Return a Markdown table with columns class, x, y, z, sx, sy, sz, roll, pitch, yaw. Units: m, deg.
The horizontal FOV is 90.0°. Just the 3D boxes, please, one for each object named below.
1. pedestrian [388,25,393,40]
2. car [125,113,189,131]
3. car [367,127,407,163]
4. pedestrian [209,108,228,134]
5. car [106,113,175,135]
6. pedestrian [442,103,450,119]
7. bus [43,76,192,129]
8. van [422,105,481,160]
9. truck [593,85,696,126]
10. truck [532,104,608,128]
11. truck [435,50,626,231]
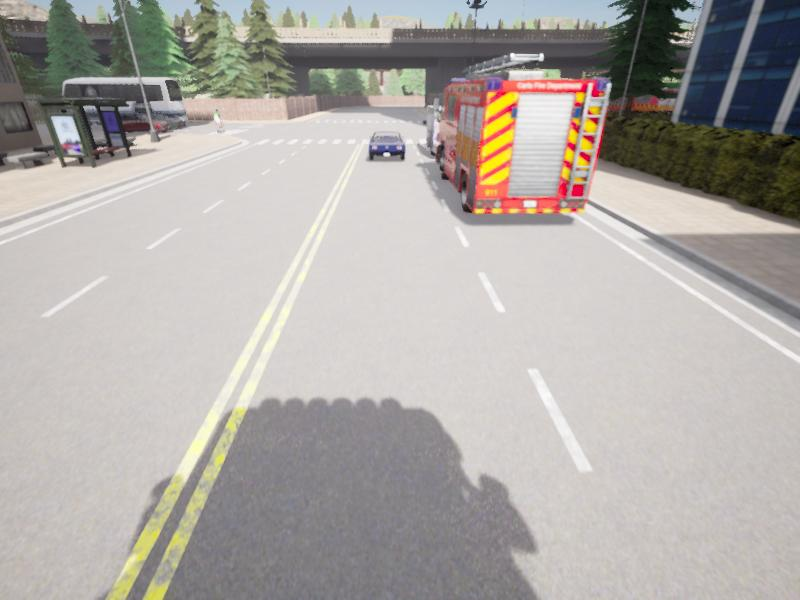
| class | x | y | z | sx | sy | sz | roll | pitch | yaw |
| --- | --- | --- | --- | --- | --- | --- | --- | --- | --- |
| pedestrian | -1.363 | -39.431 | 58.989 | 0.751 | 1.860 | 0.751 | -1 | 27 | -2 |
| car | -21.638 | -15.944 | 35.794 | 4.181 | 1.385 | 1.994 | -1 | 27 | -3 |
| car | -0.701 | -8.403 | 21.499 | 1.895 | 1.301 | 4.718 | -1 | 27 | -2 |
| pedestrian | -14.878 | -14.678 | 32.793 | 0.751 | 1.860 | 0.751 | 17 | 32 | 29 |
| car | -21.104 | -14.401 | 32.689 | 4.193 | 1.474 | 1.816 | -1 | 27 | -2 |
| pedestrian | 5.881 | -24.135 | 51.073 | 0.751 | 1.860 | 0.751 | -1 | 27 | -2 |
| bus | -26.332 | -18.773 | 38.110 | 10.273 | 4.253 | 3.944 | -1 | 27 | -2 |
| van | 2.739 | -9.856 | 23.106 | 2.351 | 2.431 | 6.366 | -1 | 27 | -2 |
| truck | 25.996 | -20.855 | 42.963 | 8.468 | 3.827 | 2.891 | -1 | 27 | -2 |
| truck | 16.835 | -18.371 | 39.964 | 6.274 | 2.098 | 2.390 | -1 | 27 | -2 |
| truck | 3.091 | -5.364 | 12.867 | 2.891 | 3.827 | 8.468 | -1 | 27 | -2 |
